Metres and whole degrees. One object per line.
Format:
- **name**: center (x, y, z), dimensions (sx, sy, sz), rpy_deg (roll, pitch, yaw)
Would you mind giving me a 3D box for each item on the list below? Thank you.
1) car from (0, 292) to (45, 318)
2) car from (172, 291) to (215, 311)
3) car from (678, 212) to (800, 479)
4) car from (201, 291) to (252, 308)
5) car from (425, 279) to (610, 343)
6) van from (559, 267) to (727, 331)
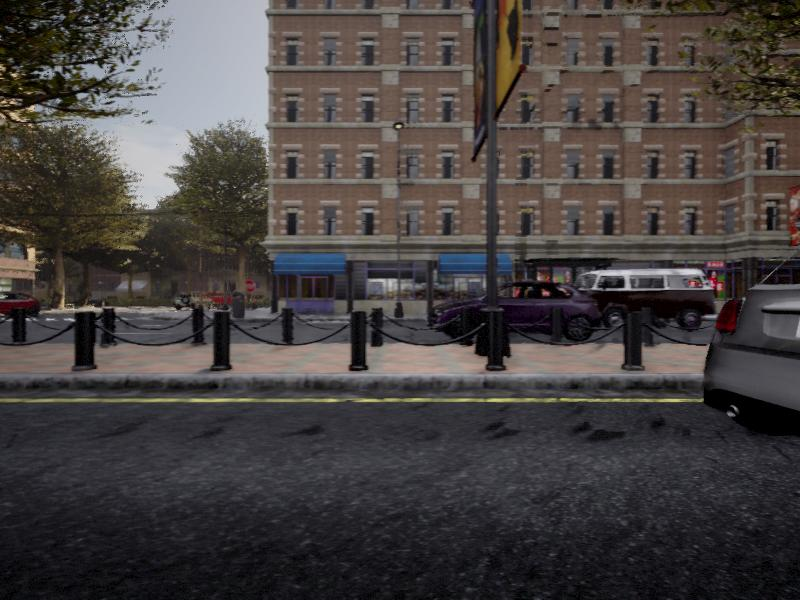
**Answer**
- **car**: center (-23.554, 0.265, 23.302), dimensions (1.816, 1.474, 4.193), rpy_deg (0, 0, 7)
- **car**: center (-19.923, 0.061, 38.850), dimensions (1.932, 1.855, 4.605), rpy_deg (0, 0, -1)
- **car**: center (4.116, 0.252, 2.202), dimensions (3.806, 1.475, 1.970), rpy_deg (0, 0, 0)
- **car**: center (-22.391, -0.029, 51.704), dimensions (5.566, 2.045, 2.150), rpy_deg (1, 0, 0)
- **car**: center (2.784, 0.253, 10.198), dimensions (4.193, 1.474, 1.816), rpy_deg (0, 0, 0)
- **van**: center (8.096, -0.032, 13.697), dimensions (4.480, 2.038, 2.069), rpy_deg (0, 0, 0)
